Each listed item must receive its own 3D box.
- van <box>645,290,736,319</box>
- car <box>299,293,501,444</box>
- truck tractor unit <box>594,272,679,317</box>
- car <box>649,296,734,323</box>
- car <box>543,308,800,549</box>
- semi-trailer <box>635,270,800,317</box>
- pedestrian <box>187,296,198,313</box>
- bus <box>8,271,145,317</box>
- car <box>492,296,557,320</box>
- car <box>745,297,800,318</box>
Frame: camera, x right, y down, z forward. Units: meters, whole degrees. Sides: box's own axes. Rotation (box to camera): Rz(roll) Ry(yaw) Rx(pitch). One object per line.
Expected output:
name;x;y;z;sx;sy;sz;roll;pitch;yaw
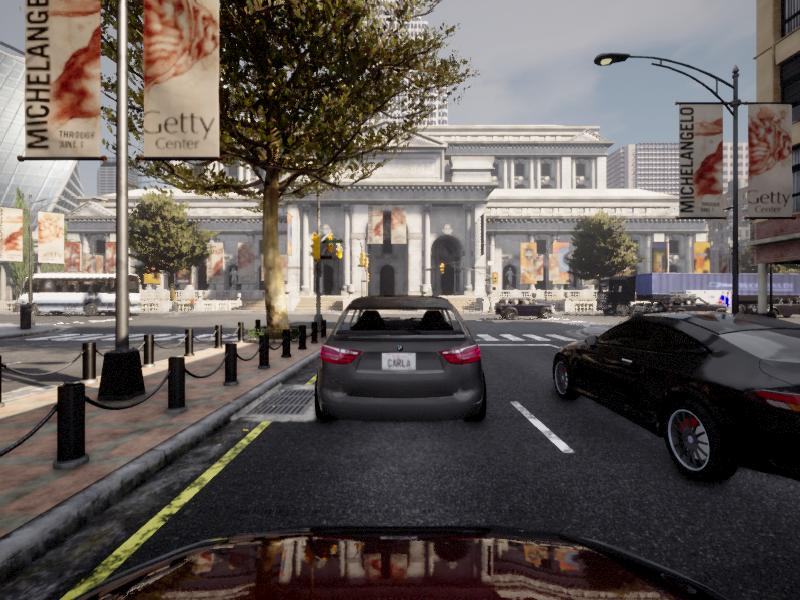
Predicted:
van;25.704;0.378;35.601;6.366;2.431;2.351;0;0;0
car;0.019;0.756;6.742;2.242;1.667;4.611;0;0;0
truck tractor unit;22.954;-0.516;39.125;6.516;4.208;3.053;0;0;0
car;20.763;0.653;28.634;4.605;1.855;1.932;0;0;0
car;3.472;0.870;4.859;1.812;1.442;4.674;0;0;0
semi-trailer;30.866;-0.618;39.160;14.254;4.402;2.717;0;0;0
pedestrian;-22.950;0.485;44.248;0.751;1.860;0.751;0;0;33
bus;-31.543;-0.533;39.398;10.273;4.253;3.944;0;0;0
car;9.967;0.653;32.213;4.605;1.855;1.932;0;0;0
car;33.812;0.652;35.536;4.605;1.855;1.932;0;0;0
